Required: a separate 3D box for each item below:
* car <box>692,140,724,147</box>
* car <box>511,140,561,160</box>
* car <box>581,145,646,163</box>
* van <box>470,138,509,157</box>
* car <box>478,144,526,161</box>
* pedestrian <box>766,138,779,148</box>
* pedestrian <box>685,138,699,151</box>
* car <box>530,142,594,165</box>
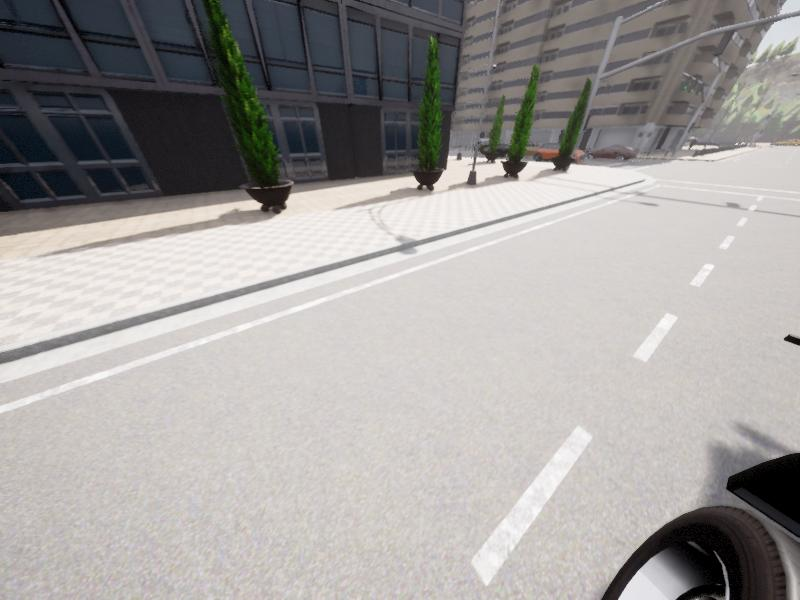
[{"bbox_3d":[80.574,-41.075,60.540,1.812,1.442,4.674,-21,40,-27],"label":"car"},{"bbox_3d":[16.392,-18.306,28.109,1.932,1.855,4.605,-22,40,-28],"label":"car"},{"bbox_3d":[23.129,-16.063,25.256,1.812,1.442,4.674,-22,40,-27],"label":"car"},{"bbox_3d":[12.545,-21.580,32.645,2.069,2.038,4.480,-22,40,-28],"label":"van"},{"bbox_3d":[12.237,-18.066,28.113,2.128,1.511,4.902,-22,40,-27],"label":"car"},{"bbox_3d":[82.945,-34.975,51.451,0.751,1.860,0.751,-21,40,-27],"label":"pedestrian"},{"bbox_3d":[49.926,-26.608,39.499,0.751,1.860,0.751,-29,44,-34],"label":"pedestrian"},{"bbox_3d":[16.163,-14.892,23.332,2.097,1.767,4.553,-21,40,-27],"label":"car"}]
